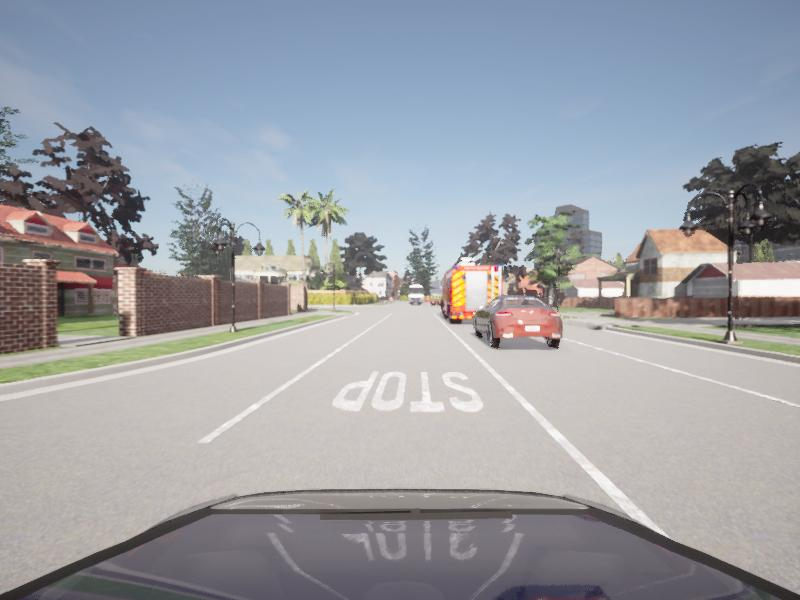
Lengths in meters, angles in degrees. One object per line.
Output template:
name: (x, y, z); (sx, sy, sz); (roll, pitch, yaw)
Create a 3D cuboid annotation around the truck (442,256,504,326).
truck: (4.458, -0.531, 26.373); (2.891, 3.827, 8.468); (0, 1, 3)

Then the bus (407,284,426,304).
bus: (3.806, -1.262, 91.599); (3.944, 4.253, 10.273); (0, 0, 2)

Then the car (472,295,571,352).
car: (3.949, 0.666, 14.076); (2.152, 1.651, 5.027); (0, 0, 2)

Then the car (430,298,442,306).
car: (6.291, 0.386, 70.104); (1.895, 1.301, 4.718); (0, 0, 2)
